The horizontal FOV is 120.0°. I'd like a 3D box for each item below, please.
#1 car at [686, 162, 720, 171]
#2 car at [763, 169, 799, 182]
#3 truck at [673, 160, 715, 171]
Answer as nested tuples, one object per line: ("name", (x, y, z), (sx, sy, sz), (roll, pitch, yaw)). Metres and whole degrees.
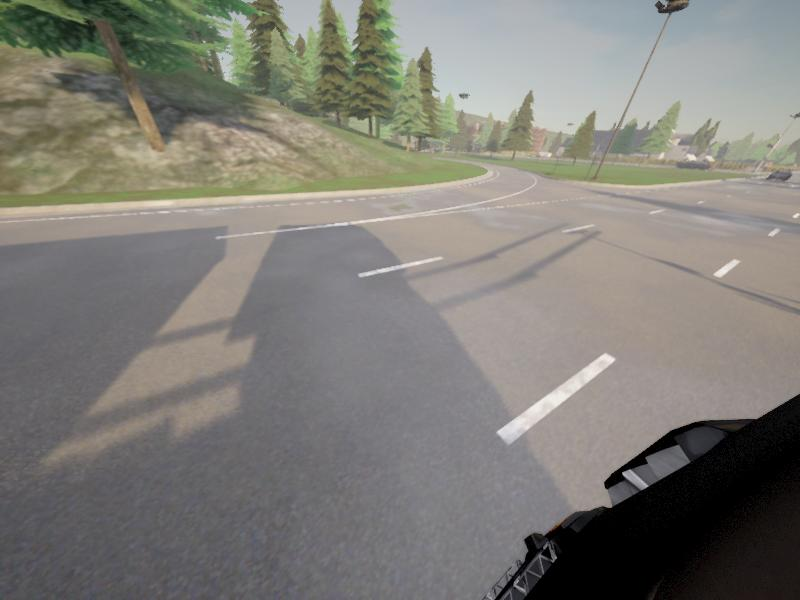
("car", (80.634, -35.484, 61.487), (2.152, 1.651, 5.027), (-16, 38, -26))
("car", (60.853, -19.927, 36.876), (4.902, 1.511, 2.128), (-16, 38, -26))
("truck", (77.030, -35.380, 60.634), (2.390, 2.098, 6.274), (-16, 38, -26))
